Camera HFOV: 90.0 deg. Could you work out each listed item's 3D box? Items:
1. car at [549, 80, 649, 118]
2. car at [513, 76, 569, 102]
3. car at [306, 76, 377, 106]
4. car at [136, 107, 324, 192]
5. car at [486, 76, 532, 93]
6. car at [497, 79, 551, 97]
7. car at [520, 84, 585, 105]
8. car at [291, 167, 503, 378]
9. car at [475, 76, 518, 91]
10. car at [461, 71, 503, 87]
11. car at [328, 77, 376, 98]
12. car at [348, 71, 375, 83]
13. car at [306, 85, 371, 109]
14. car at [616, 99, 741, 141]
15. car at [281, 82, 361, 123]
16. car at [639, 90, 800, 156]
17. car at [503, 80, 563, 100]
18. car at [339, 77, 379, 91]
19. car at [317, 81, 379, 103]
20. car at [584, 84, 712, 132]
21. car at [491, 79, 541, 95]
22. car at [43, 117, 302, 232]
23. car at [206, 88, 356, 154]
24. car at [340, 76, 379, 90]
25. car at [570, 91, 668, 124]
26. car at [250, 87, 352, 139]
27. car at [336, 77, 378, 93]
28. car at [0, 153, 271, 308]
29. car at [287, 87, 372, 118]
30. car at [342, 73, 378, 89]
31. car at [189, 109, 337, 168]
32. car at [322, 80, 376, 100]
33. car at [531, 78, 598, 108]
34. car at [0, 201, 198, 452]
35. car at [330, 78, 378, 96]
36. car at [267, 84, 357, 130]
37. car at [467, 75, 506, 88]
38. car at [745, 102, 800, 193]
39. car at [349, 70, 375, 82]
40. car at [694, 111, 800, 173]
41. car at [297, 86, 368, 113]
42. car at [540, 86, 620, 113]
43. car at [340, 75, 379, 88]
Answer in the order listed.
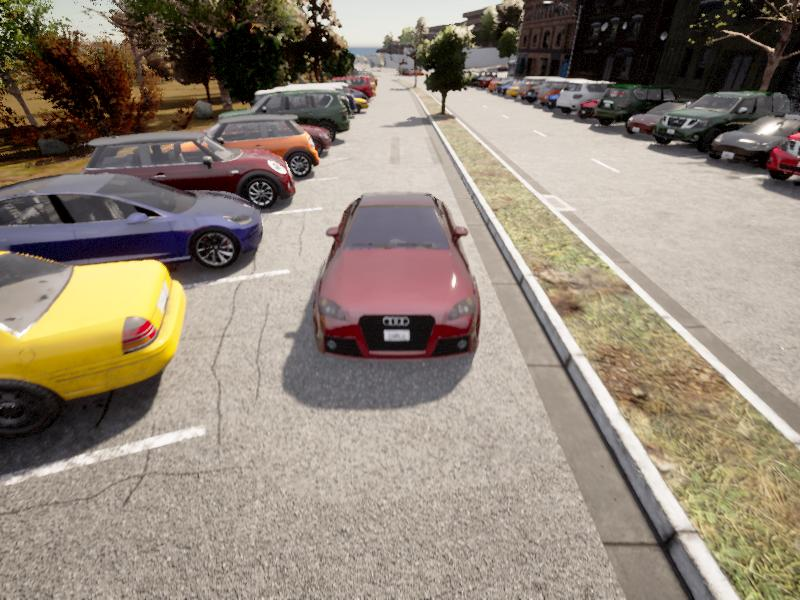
[{"bbox_3d":[13.224,-13.496,26.747,5.566,2.045,2.435,-10,32,-18],"label":"car"},{"bbox_3d":[13.021,-19.567,37.074,4.442,1.987,1.878,-10,33,-18],"label":"car"},{"bbox_3d":[-5.085,-18.372,35.062,5.566,2.045,2.435,-11,32,-17],"label":"car"},{"bbox_3d":[-4.873,-4.659,12.074,4.553,1.767,2.185,-11,32,-17],"label":"car"},{"bbox_3d":[12.922,-25.638,47.550,4.553,1.767,2.185,-11,32,-19],"label":"car"},{"bbox_3d":[13.069,-22.459,42.417,5.008,1.535,2.097,-10,33,-18],"label":"car"},{"bbox_3d":[13.175,-17.842,34.661,4.792,1.488,2.163,-10,32,-18],"label":"car"},{"bbox_3d":[-0.042,-0.787,5.914,1.994,1.385,4.181,0,31,0],"label":"car"},{"bbox_3d":[12.763,-28.605,52.819,5.008,1.535,2.097,-11,32,-19],"label":"car"},{"bbox_3d":[12.347,-33.418,60.470,5.566,2.045,2.435,-12,33,-20],"label":"car"},{"bbox_3d":[-5.140,-22.804,42.817,4.553,1.767,2.185,-12,32,-17],"label":"car"},{"bbox_3d":[-7.249,-42.337,75.928,4.553,1.767,2.185,-14,33,-21],"label":"car"},{"bbox_3d":[-5.011,-16.632,32.665,4.792,1.488,2.163,-11,32,-17],"label":"car"},{"bbox_3d":[13.214,-8.657,19.103,4.792,1.488,2.163,-10,33,-18],"label":"car"},{"bbox_3d":[-4.880,-12.331,24.872,4.442,1.987,1.878,-11,32,-17],"label":"car"},{"bbox_3d":[13.234,-7.370,16.371,5.566,2.045,2.435,-10,33,-18],"label":"car"},{"bbox_3d":[13.269,-20.963,39.884,5.366,1.575,1.946,-10,32,-18],"label":"car"},{"bbox_3d":[-5.476,-28.696,53.108,4.792,1.488,2.163,-12,32,-18],"label":"car"},{"bbox_3d":[-4.912,-19.713,37.817,5.366,1.575,1.946,-11,32,-17],"label":"car"},{"bbox_3d":[13.253,-10.441,21.573,5.566,2.045,2.435,-10,32,-18],"label":"car"},{"bbox_3d":[12.997,-23.993,45.016,4.892,1.521,2.231,-11,32,-18],"label":"car"},{"bbox_3d":[-4.920,-3.138,9.499,4.553,1.767,2.185,-11,32,-17],"label":"car"},{"bbox_3d":[-4.962,-7.783,17.121,5.566,2.045,2.435,-11,32,-17],"label":"car"},{"bbox_3d":[-5.624,-30.216,55.627,5.008,1.535,2.097,-13,33,-19],"label":"car"},{"bbox_3d":[13.215,-11.745,24.275,5.008,1.535,2.097,-10,33,-18],"label":"car"},{"bbox_3d":[-4.843,-9.303,19.744,4.442,1.987,1.878,-11,32,-17],"label":"car"},{"bbox_3d":[-5.425,-27.173,50.530,4.792,1.488,2.163,-12,33,-18],"label":"car"},{"bbox_3d":[-4.848,-1.292,6.676,4.792,1.488,2.163,-11,32,-17],"label":"car"},{"bbox_3d":[-4.827,-13.664,27.568,5.366,1.575,1.946,-11,32,-17],"label":"car"},{"bbox_3d":[-5.808,-31.822,58.104,4.553,1.767,2.185,-13,32,-19],"label":"car"},{"bbox_3d":[-4.919,-6.026,14.718,4.674,1.452,2.002,-11,32,-17],"label":"car"},{"bbox_3d":[-5.114,-21.181,40.318,4.892,1.521,2.231,-12,32,-17],"label":"car"},{"bbox_3d":[13.062,-16.503,31.886,4.442,1.987,1.878,-10,33,-18],"label":"car"},{"bbox_3d":[-5.031,0.449,3.667,5.366,1.575,1.946,-11,32,-17],"label":"car"},{"bbox_3d":[-5.219,-24.197,45.427,5.008,1.535,2.097,-12,33,-18],"label":"car"},{"bbox_3d":[-4.861,-10.817,22.307,4.442,1.987,1.878,-11,32,-17],"label":"car"},{"bbox_3d":[12.526,-31.674,58.013,5.008,1.535,2.097,-12,33,-20],"label":"car"},{"bbox_3d":[13.260,-4.312,11.192,5.566,2.045,2.435,-10,33,-18],"label":"car"},{"bbox_3d":[-7.462,-43.942,78.448,4.442,1.987,1.878,-14,33,-21],"label":"car"},{"bbox_3d":[13.243,-5.600,13.926,4.792,1.488,2.163,-10,33,-18],"label":"car"},{"bbox_3d":[-5.045,-15.105,30.079,4.792,1.488,2.163,-11,32,-17],"label":"car"},{"bbox_3d":[13.185,-14.801,29.450,5.008,1.535,2.097,-10,33,-18],"label":"car"},{"bbox_3d":[-6.107,-33.183,60.656,5.366,1.575,1.946,-13,33,-19],"label":"car"}]
